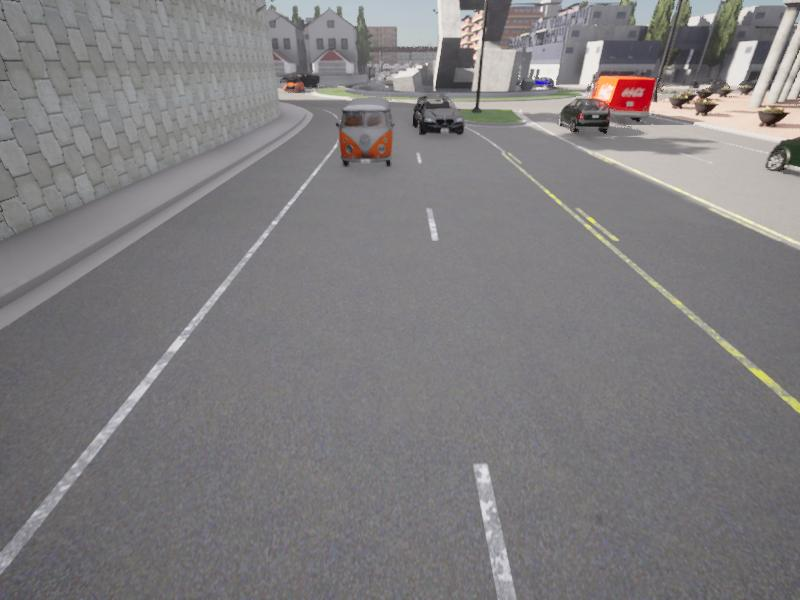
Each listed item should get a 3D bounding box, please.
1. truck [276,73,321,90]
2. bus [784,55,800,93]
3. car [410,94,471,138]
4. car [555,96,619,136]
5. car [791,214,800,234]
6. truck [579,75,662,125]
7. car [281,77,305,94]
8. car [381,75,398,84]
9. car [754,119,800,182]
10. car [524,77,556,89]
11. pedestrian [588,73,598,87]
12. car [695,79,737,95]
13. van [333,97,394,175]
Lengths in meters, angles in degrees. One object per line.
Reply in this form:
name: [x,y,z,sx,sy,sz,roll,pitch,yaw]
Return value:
truck: [-15.483,-33.776,61.636,2.390,2.098,6.274,26,39,37]
bus: [56.471,-28.685,50.802,10.273,4.253,3.944,-1,30,-1]
car: [1.952,-9.751,21.006,2.242,1.667,4.611,-3,30,-5]
car: [9.841,-9.932,21.432,1.789,1.549,3.705,2,31,3]
car: [9.492,-0.945,6.004,2.152,1.651,5.027,0,30,0]
truck: [13.847,-12.926,25.654,2.627,2.467,5.204,3,31,6]
car: [-13.875,-27.980,52.043,2.097,1.767,4.553,-1,30,-2]
car: [-1.997,-43.076,78.125,1.837,1.490,4.892,8,31,14]
car: [13.021,-4.241,11.706,1.789,1.549,3.705,0,31,0]
car: [22.068,-34.317,63.175,1.816,1.474,4.193,-24,38,-35]
pedestrian: [31.057,-35.386,64.291,0.751,1.860,0.751,-17,35,-27]
car: [39.718,-26.819,50.317,3.988,1.617,1.851,-10,32,-16]
van: [-1.136,-6.010,14.300,1.775,1.987,4.442,-1,30,-1]
